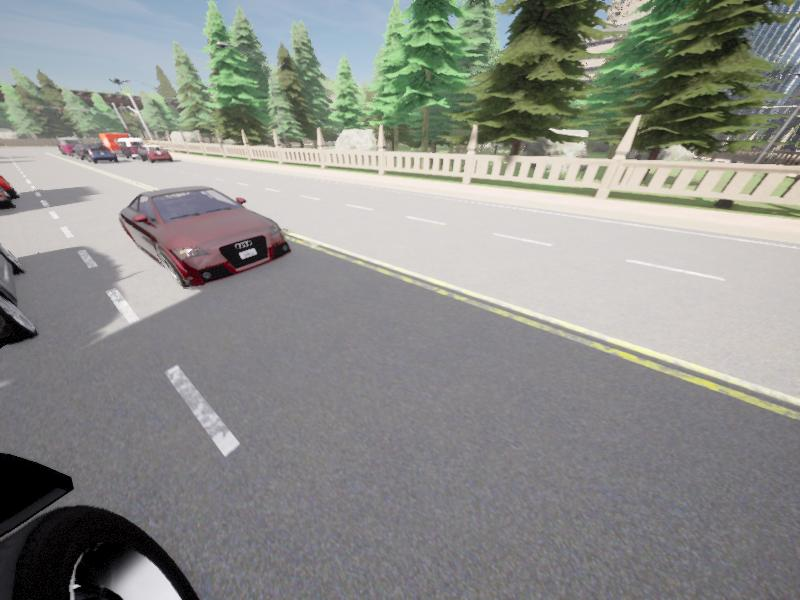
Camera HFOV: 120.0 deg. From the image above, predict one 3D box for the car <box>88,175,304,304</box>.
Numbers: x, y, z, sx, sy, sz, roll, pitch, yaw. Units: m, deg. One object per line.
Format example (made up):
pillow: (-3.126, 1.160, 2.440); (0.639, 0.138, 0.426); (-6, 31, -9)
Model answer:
car: (-4.412, -1.664, 5.053); (4.181, 1.385, 1.994); (22, 41, 28)

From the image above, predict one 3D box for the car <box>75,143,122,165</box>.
car: (-30.105, -14.642, 23.054); (3.988, 1.617, 1.851); (22, 41, 28)

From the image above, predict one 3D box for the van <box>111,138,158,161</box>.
van: (-30.758, -17.539, 26.789); (4.480, 2.038, 2.069); (22, 41, 28)

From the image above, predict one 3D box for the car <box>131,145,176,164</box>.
car: (-25.634, -15.229, 24.043); (3.806, 1.475, 1.970); (22, 40, 27)

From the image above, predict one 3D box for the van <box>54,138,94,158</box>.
van: (-41.475, -19.408, 29.394); (4.442, 1.987, 1.775); (22, 41, 28)

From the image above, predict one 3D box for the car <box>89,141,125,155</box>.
car: (-42.604, -22.175, 33.627); (4.856, 1.649, 2.033); (22, 41, 28)

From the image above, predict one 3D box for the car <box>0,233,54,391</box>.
car: (-6.783, -0.281, 2.830); (5.238, 1.638, 1.930); (22, 41, 28)

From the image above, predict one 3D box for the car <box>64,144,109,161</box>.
car: (-35.649, -16.804, 26.260); (5.357, 1.411, 2.033); (22, 41, 28)

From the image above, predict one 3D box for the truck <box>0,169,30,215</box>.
truck: (-16.235, -4.456, 7.954); (5.204, 2.467, 2.627); (22, 41, 28)

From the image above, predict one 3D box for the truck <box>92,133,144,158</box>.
truck: (-36.447, -20.025, 29.896); (5.204, 2.467, 2.627); (22, 41, 28)
